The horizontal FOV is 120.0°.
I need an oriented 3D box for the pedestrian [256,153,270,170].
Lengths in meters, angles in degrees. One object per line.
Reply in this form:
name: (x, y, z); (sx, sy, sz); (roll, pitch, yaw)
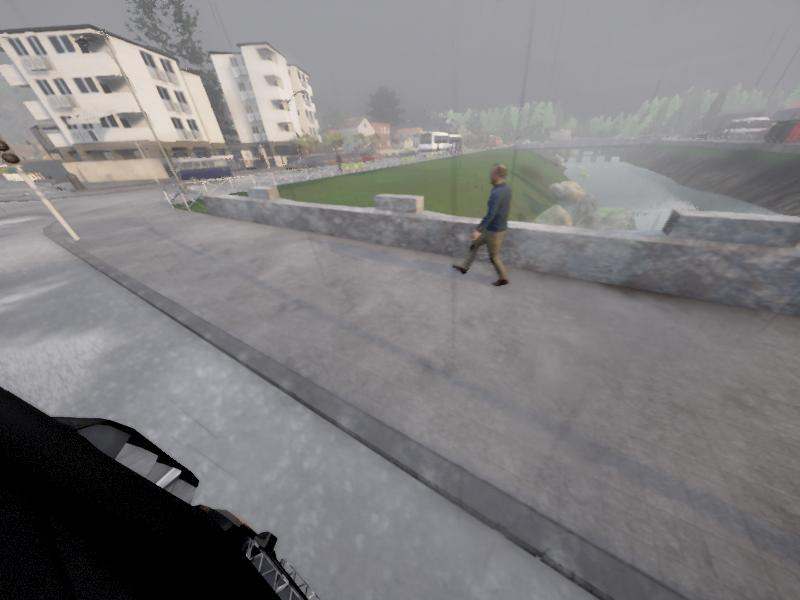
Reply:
pedestrian: (-18.199, -18.391, 30.764); (0.751, 1.860, 0.751); (15, 38, 25)

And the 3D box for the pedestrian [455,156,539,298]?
pedestrian: (1.415, -1.091, 3.545); (0.751, 1.860, 0.751); (16, 38, 26)

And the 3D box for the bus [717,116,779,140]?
bus: (84.779, -42.000, 56.739); (3.944, 4.253, 10.273); (16, 38, 26)

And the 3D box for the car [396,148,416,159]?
car: (1.307, -30.805, 48.566); (1.930, 1.638, 5.238); (16, 38, 26)

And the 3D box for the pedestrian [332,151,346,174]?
pedestrian: (-6.010, -13.608, 22.883); (0.751, 1.860, 0.751); (17, 39, 27)

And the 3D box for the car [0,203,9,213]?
car: (-22.776, -4.093, 10.294); (1.930, 1.638, 5.238); (-5, 34, -1)

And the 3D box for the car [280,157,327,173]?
car: (-12.137, -17.353, 29.614); (2.033, 1.411, 5.357); (16, 38, 26)

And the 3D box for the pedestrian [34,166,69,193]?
pedestrian: (-28.865, -9.995, 19.162); (0.751, 1.860, 0.751); (18, 39, 28)

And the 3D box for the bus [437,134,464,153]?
bus: (14.748, -45.155, 66.726); (3.944, 4.253, 10.273); (16, 38, 26)

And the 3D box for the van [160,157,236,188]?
van: (-18.116, -11.680, 21.014); (1.775, 1.987, 4.442); (16, 38, 26)

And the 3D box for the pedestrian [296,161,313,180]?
pedestrian: (-8.160, -11.133, 19.837); (0.751, 1.300, 0.751); (17, 38, 27)

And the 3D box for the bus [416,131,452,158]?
bus: (7.602, -33.900, 50.383); (3.944, 4.253, 10.273); (16, 38, 26)

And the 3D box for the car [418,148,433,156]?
car: (6.077, -35.422, 55.377); (1.994, 1.385, 4.181); (16, 38, 26)

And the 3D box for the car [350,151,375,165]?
car: (-6.070, -23.469, 38.144); (1.851, 1.617, 3.988); (16, 38, 26)
